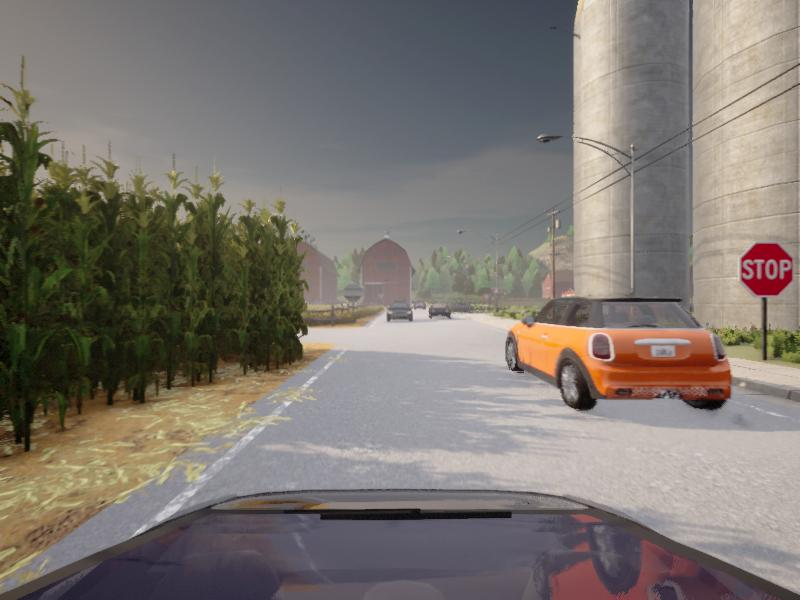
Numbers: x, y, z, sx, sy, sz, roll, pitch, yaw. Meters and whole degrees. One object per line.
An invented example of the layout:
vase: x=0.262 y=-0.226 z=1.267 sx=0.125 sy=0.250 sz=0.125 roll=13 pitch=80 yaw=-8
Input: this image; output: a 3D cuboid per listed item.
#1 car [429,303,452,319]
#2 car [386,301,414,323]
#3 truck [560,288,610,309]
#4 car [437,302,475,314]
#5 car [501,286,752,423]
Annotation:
car: x=3.615 y=0.984 z=36.297 sx=1.895 sy=1.301 sz=4.718 roll=0 pitch=0 yaw=5
car: x=-0.018 y=0.860 z=31.386 sx=2.038 sy=1.542 sz=4.974 roll=0 pitch=0 yaw=0
truck: x=35.682 y=-0.240 z=77.445 sx=2.891 sy=3.827 sz=8.468 roll=0 pitch=0 yaw=-34
car: x=6.827 y=0.962 z=48.796 sx=4.181 sy=1.385 sz=1.994 roll=0 pitch=0 yaw=-11
car: x=3.497 y=0.703 z=7.441 sx=2.097 sy=1.767 sz=4.553 roll=0 pitch=0 yaw=0
